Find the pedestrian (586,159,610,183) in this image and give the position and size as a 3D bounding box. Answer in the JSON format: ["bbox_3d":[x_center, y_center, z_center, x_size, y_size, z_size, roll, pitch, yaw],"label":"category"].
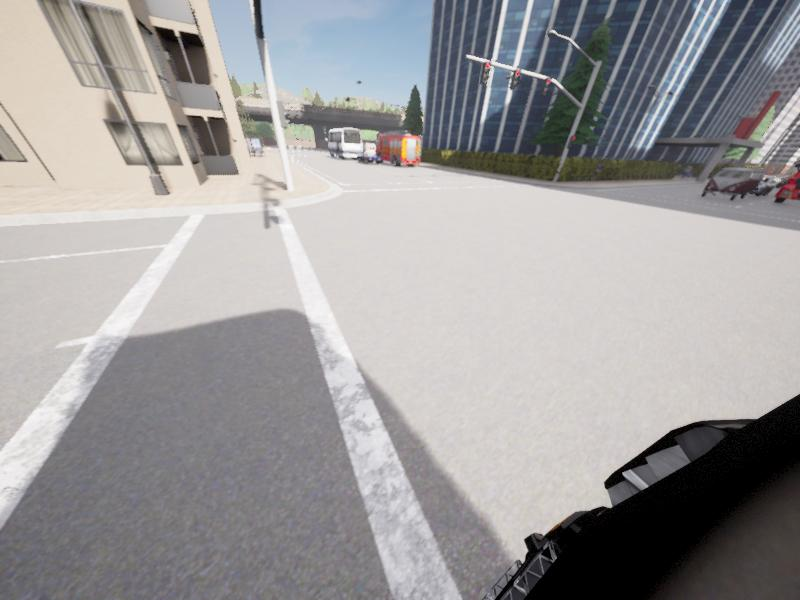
[{"bbox_3d":[17.788,-11.575,20.761,0.751,1.860,0.751,-14,37,-24],"label":"pedestrian"}]

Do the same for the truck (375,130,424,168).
[{"bbox_3d":[-0.430,-20.506,31.325,2.891,3.827,8.468,-14,37,-23],"label":"truck"}]

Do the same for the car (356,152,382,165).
[{"bbox_3d":[-4.302,-19.472,31.752,1.895,1.301,4.718,-14,37,-23],"label":"car"}]

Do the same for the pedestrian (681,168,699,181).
[{"bbox_3d":[36.464,-15.778,29.048,0.751,1.300,0.751,-15,37,-25],"label":"pedestrian"}]

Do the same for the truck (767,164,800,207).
[{"bbox_3d":[30.112,-8.576,15.752,8.468,3.827,2.891,-14,37,-24],"label":"truck"}]

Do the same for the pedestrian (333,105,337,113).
[{"bbox_3d":[-20.447,-60.264,73.010,0.751,1.860,0.751,-14,37,-24],"label":"pedestrian"}]

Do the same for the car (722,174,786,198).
[{"bbox_3d":[30.234,-9.822,19.760,3.806,1.475,1.970,-14,37,-24],"label":"car"}]

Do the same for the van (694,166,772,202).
[{"bbox_3d":[24.401,-8.558,16.943,4.442,1.987,1.775,-14,37,-24],"label":"van"}]

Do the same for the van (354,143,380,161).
[{"bbox_3d":[-5.827,-25.967,40.384,2.351,2.431,6.366,-14,37,-23],"label":"van"}]

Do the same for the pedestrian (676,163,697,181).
[{"bbox_3d":[35.740,-15.997,28.815,0.751,1.860,0.751,-17,38,-27],"label":"pedestrian"}]

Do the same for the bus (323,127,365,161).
[{"bbox_3d":[-9.768,-26.773,39.646,3.944,4.253,10.273,-14,37,-24],"label":"bus"}]
